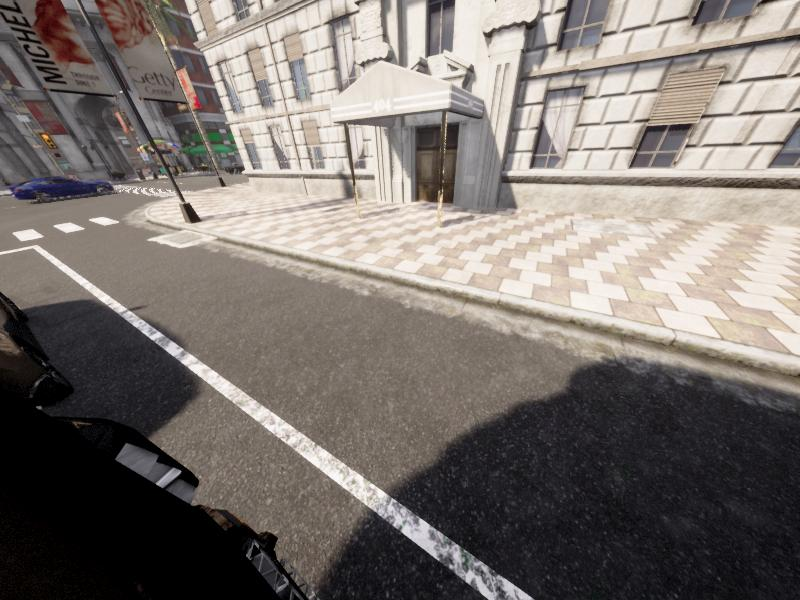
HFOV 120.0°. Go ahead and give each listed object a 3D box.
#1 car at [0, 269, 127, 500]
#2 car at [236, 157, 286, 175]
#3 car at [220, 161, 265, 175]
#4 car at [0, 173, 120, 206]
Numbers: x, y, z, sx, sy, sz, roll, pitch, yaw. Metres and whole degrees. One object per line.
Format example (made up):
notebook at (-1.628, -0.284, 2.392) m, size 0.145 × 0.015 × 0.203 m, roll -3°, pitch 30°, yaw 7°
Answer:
car at (-5.464, 0.514, 2.228) m, size 4.902 × 1.511 × 2.128 m, roll 15°, pitch 38°, yaw 25°
car at (-18.479, -18.040, 31.053) m, size 1.930 × 1.638 × 5.238 m, roll 16°, pitch 38°, yaw 26°
car at (-21.805, -18.458, 32.251) m, size 1.895 × 1.301 × 4.718 m, roll 16°, pitch 38°, yaw 27°
car at (-24.423, -8.172, 16.832) m, size 1.812 × 1.442 × 4.674 m, roll 16°, pitch 38°, yaw 26°
